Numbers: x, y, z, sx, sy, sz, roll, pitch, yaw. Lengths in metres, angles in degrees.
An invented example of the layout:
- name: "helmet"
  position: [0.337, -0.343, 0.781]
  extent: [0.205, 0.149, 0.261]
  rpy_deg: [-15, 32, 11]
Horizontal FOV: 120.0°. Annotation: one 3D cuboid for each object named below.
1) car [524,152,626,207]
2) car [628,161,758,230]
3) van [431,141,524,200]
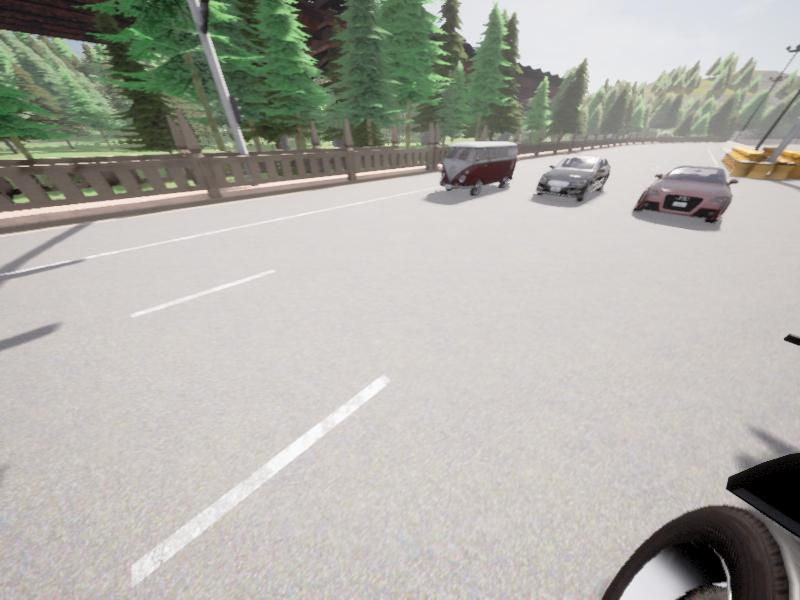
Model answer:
- name: "car"
  position: [7.913, -5.588, 10.351]
  extent: [4.902, 1.511, 2.128]
  rpy_deg: [-29, 45, -34]
- name: "car"
  position: [9.980, -3.863, 8.067]
  extent: [4.181, 1.385, 1.994]
  rpy_deg: [-29, 45, -34]
- name: "van"
  position: [3.680, -6.252, 10.872]
  extent: [4.442, 1.987, 1.775]
  rpy_deg: [-29, 45, -34]
